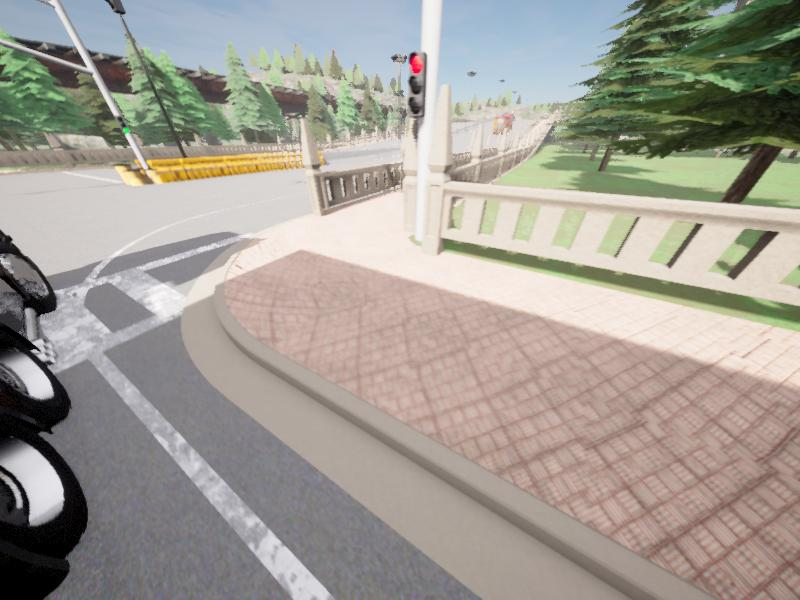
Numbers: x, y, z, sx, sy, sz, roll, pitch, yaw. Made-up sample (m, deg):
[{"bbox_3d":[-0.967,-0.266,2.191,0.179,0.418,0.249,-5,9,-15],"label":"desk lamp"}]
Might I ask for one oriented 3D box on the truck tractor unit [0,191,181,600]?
[{"bbox_3d":[-4.978,-0.415,0.945,6.516,4.208,3.053,23,41,30],"label":"truck tractor unit"}]
